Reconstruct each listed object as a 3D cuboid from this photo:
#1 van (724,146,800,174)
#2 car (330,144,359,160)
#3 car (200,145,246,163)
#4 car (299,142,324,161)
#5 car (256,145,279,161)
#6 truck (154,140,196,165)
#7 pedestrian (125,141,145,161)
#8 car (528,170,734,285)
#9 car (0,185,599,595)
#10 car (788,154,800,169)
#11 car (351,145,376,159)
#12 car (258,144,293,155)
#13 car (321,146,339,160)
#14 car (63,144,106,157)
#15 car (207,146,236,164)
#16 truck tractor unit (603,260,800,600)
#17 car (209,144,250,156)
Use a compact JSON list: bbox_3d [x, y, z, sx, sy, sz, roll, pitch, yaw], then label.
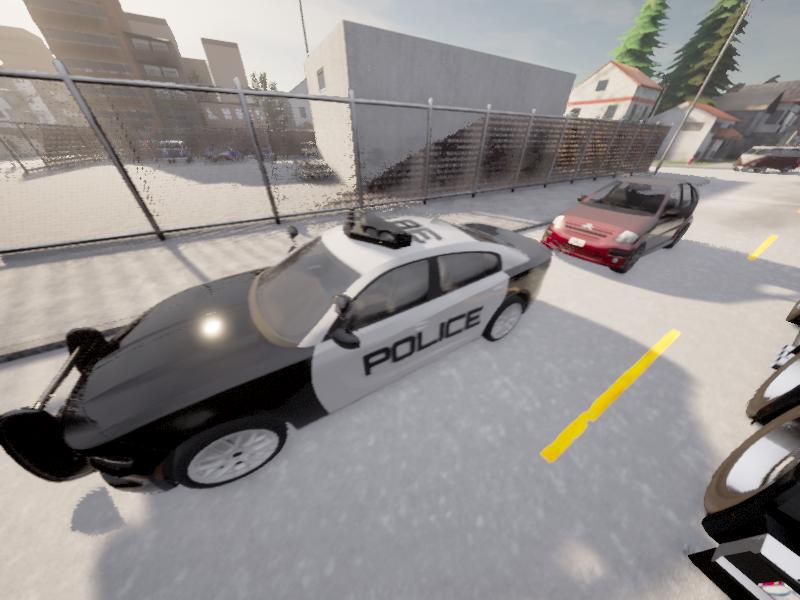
[{"bbox_3d":[32.497,-12.380,20.394,4.442,1.987,1.775,-3,36,-4],"label":"van"},{"bbox_3d":[-7.679,-20.313,31.592,2.242,1.667,4.611,-18,39,-25],"label":"car"},{"bbox_3d":[-19.911,-16.585,26.209,3.705,1.547,1.789,-18,39,-25],"label":"car"},{"bbox_3d":[-11.498,-19.291,29.901,1.905,1.878,3.866,-18,39,-25],"label":"car"},{"bbox_3d":[-16.374,-18.138,28.495,1.845,1.501,3.633,-18,39,-25],"label":"car"},{"bbox_3d":[-23.676,-15.739,24.535,2.069,2.038,4.478,-18,39,-25],"label":"truck"},{"bbox_3d":[-30.393,-17.122,26.511,0.751,1.860,0.751,-25,42,-32],"label":"pedestrian"},{"bbox_3d":[5.400,-1.987,5.517,3.988,1.617,1.851,-19,39,-25],"label":"car"},{"bbox_3d":[-0.397,-0.116,2.739,5.238,1.638,1.930,-19,39,-25],"label":"car"},{"bbox_3d":[43.078,-14.528,23.987,4.514,1.525,2.007,-19,39,-25],"label":"car"},{"bbox_3d":[-5.328,-21.532,33.487,1.816,1.474,4.193,-18,39,-25],"label":"car"},{"bbox_3d":[-21.245,-25.779,39.598,4.892,1.490,1.837,-19,39,-25],"label":"car"},{"bbox_3d":[-9.199,-19.314,30.323,1.481,1.379,2.207,-18,39,-25],"label":"car"},{"bbox_3d":[-47.040,-22.428,34.621,2.033,1.411,5.357,-18,39,-25],"label":"car"},{"bbox_3d":[-20.188,-16.540,26.267,2.033,1.415,5.357,-18,39,-25],"label":"car"},{"bbox_3d":[5.102,-0.308,0.798,6.516,4.208,3.053,-19,39,-25],"label":"truck tractor unit"},{"bbox_3d":[-27.017,-23.895,36.818,4.902,1.511,2.128,-19,39,-26],"label":"car"}]
